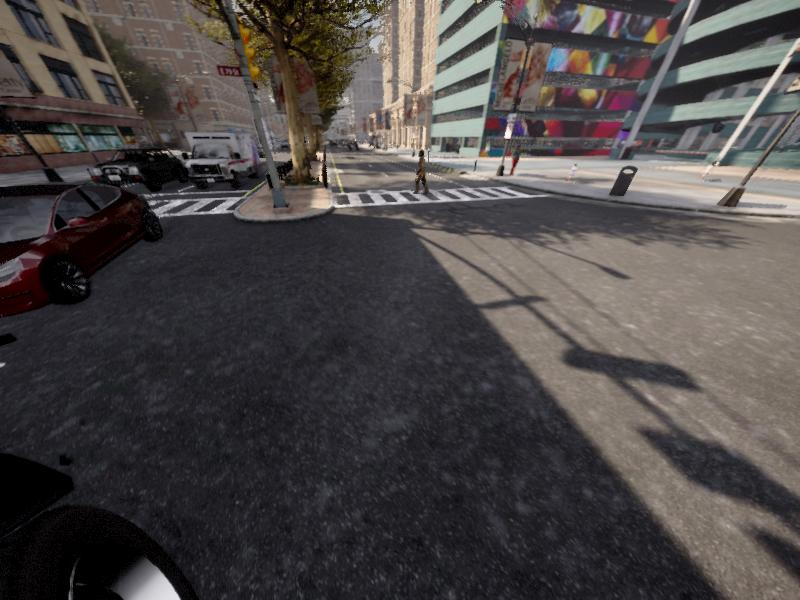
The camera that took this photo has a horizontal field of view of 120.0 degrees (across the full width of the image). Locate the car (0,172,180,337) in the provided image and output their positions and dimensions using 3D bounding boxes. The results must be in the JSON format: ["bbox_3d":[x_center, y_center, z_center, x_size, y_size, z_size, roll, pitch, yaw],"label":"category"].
[{"bbox_3d":[-6.771,-1.288,4.408,2.163,1.488,4.792,-13,37,-18],"label":"car"}]

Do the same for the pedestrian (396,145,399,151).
[{"bbox_3d":[-0.572,-30.628,46.496,0.500,1.100,0.500,-4,35,-6],"label":"pedestrian"}]

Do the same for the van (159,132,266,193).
[{"bbox_3d":[-10.138,-8.244,13.488,2.351,2.431,6.366,-8,36,-12],"label":"van"}]

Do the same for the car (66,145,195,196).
[{"bbox_3d":[-13.215,-6.862,11.952,1.932,1.855,4.605,-8,36,-12],"label":"car"}]

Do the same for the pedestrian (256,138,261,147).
[{"bbox_3d":[-38.703,-43.147,63.224,0.751,1.860,0.751,-11,36,-16],"label":"pedestrian"}]

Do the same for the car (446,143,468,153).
[{"bbox_3d":[11.298,-30.535,46.334,2.161,1.482,4.786,-8,36,-12],"label":"car"}]

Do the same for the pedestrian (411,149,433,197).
[{"bbox_3d":[0.982,-5.849,10.666,0.751,1.860,0.751,-3,35,-5],"label":"pedestrian"}]

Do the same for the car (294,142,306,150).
[{"bbox_3d":[-22.320,-34.486,51.725,1.812,1.442,4.674,-8,36,-12],"label":"car"}]

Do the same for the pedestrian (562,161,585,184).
[{"bbox_3d":[9.992,-7.345,13.327,0.500,1.100,0.500,-8,36,-12],"label":"pedestrian"}]

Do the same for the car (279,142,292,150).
[{"bbox_3d":[-26.585,-35.864,53.760,1.895,1.301,4.718,-8,36,-12],"label":"car"}]

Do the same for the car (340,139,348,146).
[{"bbox_3d":[-19.446,-54.378,79.707,2.150,2.045,5.566,-8,36,-12],"label":"car"}]

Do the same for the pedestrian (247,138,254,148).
[{"bbox_3d":[-33.581,-35.231,51.967,0.751,1.860,0.751,-9,36,-13],"label":"pedestrian"}]

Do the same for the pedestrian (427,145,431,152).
[{"bbox_3d":[5.560,-29.206,44.544,0.500,1.100,0.500,-25,42,-32],"label":"pedestrian"}]

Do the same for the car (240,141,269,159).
[{"bbox_3d":[-19.432,-20.286,31.143,2.097,1.767,4.553,-10,36,-14],"label":"car"}]

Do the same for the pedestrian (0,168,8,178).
[{"bbox_3d":[-24.005,-7.949,13.064,0.751,1.860,0.751,-7,36,-10],"label":"pedestrian"}]

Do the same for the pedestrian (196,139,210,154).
[{"bbox_3d":[-28.041,-21.862,32.916,0.751,1.860,0.751,-8,36,-12],"label":"pedestrian"}]

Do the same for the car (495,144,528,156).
[{"bbox_3d":[18.238,-24.705,38.018,2.128,1.511,4.902,-8,36,-12],"label":"car"}]

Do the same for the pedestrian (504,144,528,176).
[{"bbox_3d":[7.926,-9.596,15.856,0.751,1.860,0.751,-2,35,-3],"label":"pedestrian"}]

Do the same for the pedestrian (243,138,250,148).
[{"bbox_3d":[-34.432,-35.052,51.700,0.751,1.860,0.751,-15,38,-21],"label":"pedestrian"}]

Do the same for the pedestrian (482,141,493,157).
[{"bbox_3d":[12.261,-21.185,32.496,0.751,1.860,0.751,-19,39,-25],"label":"pedestrian"}]

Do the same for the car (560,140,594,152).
[{"bbox_3d":[40.296,-35.296,52.871,2.435,2.045,5.566,-8,36,-12],"label":"car"}]

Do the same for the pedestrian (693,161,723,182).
[{"bbox_3d":[19.309,-8.072,14.494,0.500,1.100,0.500,-3,35,-5],"label":"pedestrian"}]

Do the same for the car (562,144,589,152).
[{"bbox_3d":[40.278,-35.007,53.142,2.007,1.523,4.514,-8,36,-12],"label":"car"}]
